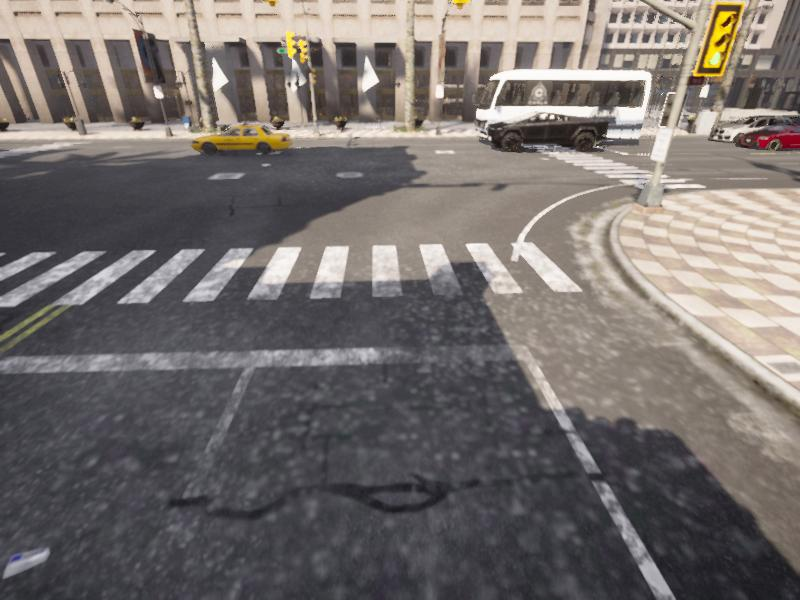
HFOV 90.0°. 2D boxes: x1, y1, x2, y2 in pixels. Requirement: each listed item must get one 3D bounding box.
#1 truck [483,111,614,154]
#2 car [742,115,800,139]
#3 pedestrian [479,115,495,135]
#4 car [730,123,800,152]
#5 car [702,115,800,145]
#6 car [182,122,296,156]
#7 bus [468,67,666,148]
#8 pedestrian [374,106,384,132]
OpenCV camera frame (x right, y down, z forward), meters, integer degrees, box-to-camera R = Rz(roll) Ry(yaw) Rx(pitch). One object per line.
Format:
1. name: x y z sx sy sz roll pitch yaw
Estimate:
1. truck: 8.242 -9.602 22.821 6.274 2.098 2.390 -1 27 -2
2. car: 28.898 -12.881 29.779 4.792 1.488 2.163 -2 27 -3
3. pedestrian: 6.692 -13.452 30.753 0.751 1.300 0.751 -14 31 -25
4. car: 22.532 -9.609 23.588 4.181 1.385 1.994 -1 27 -2
5. car: 23.430 -11.375 26.671 4.611 1.667 2.242 -1 27 -2
6. car: -8.767 -8.980 22.225 5.366 1.575 1.801 -1 27 -2
7. bus: 9.994 -12.144 25.394 10.273 4.253 3.944 -1 27 -2
8. pedestrian: -1.695 -14.968 33.099 0.751 1.860 0.751 -2 27 -4
